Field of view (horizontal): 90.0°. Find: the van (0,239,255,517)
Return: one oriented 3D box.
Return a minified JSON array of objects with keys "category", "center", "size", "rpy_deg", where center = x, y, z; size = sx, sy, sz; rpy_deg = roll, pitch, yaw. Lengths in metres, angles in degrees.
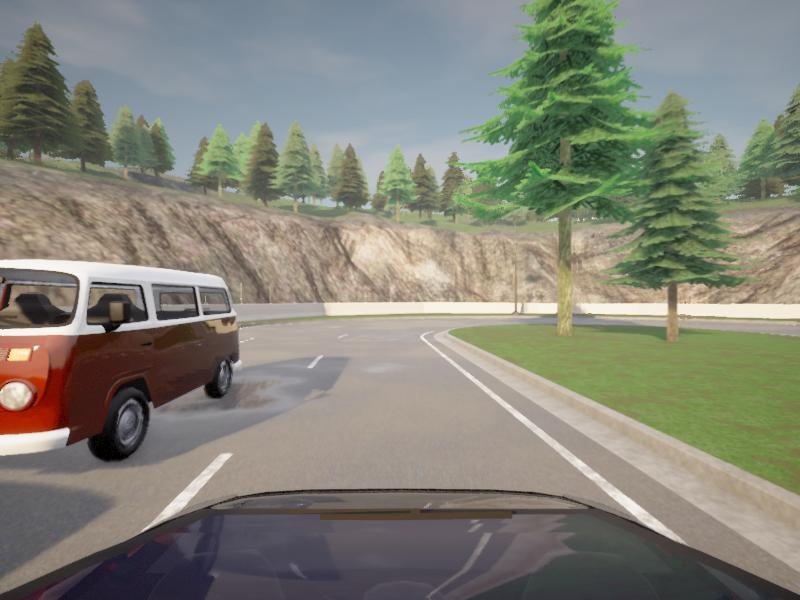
[{"category":"van","center":[-3.604,0.573,5.135],"size":[2.069,2.038,4.480],"rpy_deg":[0,0,-3]}]
